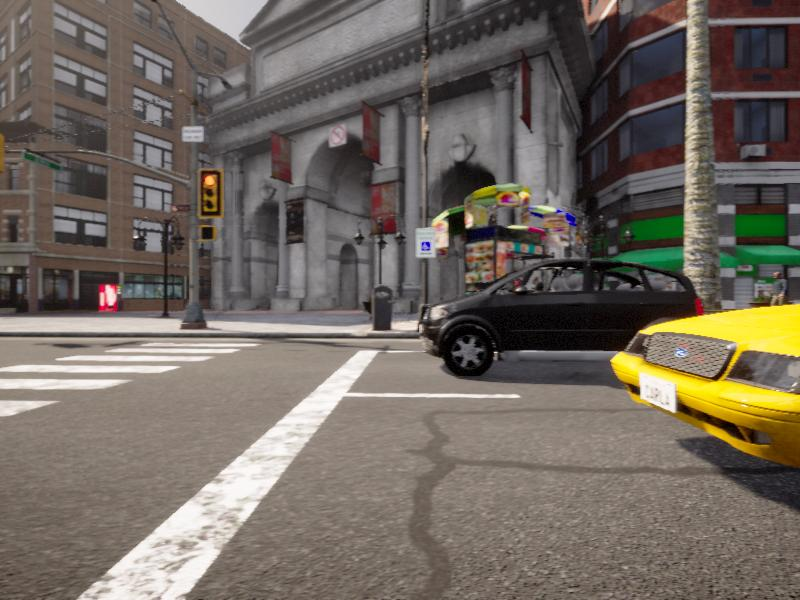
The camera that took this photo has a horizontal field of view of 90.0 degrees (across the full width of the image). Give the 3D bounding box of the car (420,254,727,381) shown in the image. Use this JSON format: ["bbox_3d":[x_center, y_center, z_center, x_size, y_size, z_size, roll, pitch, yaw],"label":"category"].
[{"bbox_3d":[2.160,0.213,5.827,3.705,1.549,1.789,0,0,2],"label":"car"}]

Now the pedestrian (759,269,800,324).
[{"bbox_3d":[13.316,-0.118,14.046,0.751,1.860,0.751,0,0,5],"label":"pedestrian"}]

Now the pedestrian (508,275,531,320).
[{"bbox_3d":[5.084,-0.114,17.060,0.751,1.860,0.751,0,0,34],"label":"pedestrian"}]

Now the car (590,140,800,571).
[{"bbox_3d":[4.179,0.201,2.224,5.366,1.575,1.801,0,0,2],"label":"car"}]

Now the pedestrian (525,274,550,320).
[{"bbox_3d":[5.701,-0.117,16.546,0.751,1.860,0.751,0,0,40],"label":"pedestrian"}]
